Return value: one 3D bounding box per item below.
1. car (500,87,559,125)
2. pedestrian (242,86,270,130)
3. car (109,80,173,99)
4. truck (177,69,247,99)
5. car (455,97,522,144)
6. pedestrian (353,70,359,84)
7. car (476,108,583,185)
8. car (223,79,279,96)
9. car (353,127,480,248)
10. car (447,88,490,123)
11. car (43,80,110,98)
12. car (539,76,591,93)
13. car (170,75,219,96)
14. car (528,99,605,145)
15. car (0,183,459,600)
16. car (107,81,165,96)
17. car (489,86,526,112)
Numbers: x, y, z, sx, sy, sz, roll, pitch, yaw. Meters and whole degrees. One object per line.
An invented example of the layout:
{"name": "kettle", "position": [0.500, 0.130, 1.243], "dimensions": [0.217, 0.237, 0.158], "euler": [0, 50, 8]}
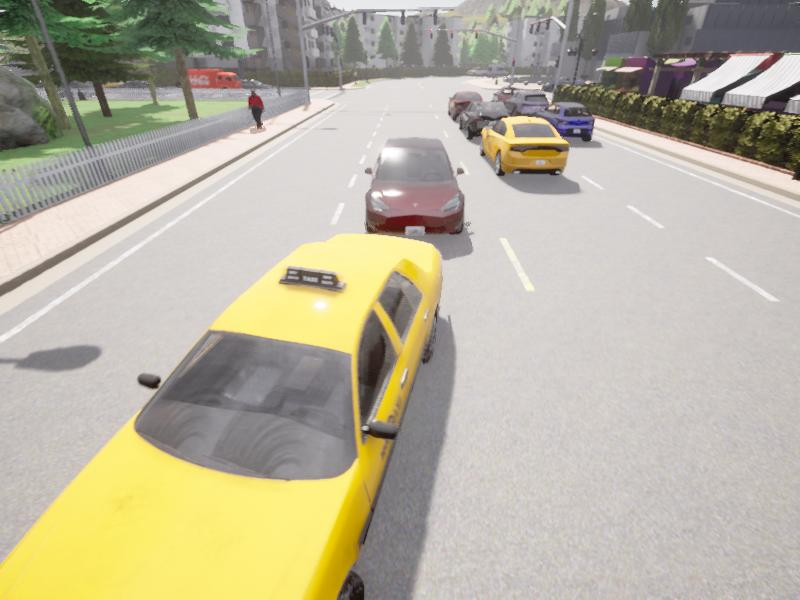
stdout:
{"name": "car", "position": [7.599, -11.741, 24.098], "dimensions": [2.033, 1.649, 4.856], "euler": [0, 31, 1]}
{"name": "pedestrian", "position": [-6.958, -9.310, 19.427], "dimensions": [0.751, 1.860, 0.751], "euler": [0, 31, 1]}
{"name": "car", "position": [-25.643, -20.909, 39.705], "dimensions": [4.892, 1.490, 1.837], "euler": [1, 31, 2]}
{"name": "truck", "position": [-18.293, -21.174, 39.195], "dimensions": [5.204, 2.467, 2.627], "euler": [1, 31, 2]}
{"name": "car", "position": [4.013, -8.626, 18.986], "dimensions": [2.163, 1.488, 4.792], "euler": [0, 31, 1]}
{"name": "pedestrian", "position": [-6.946, -35.063, 62.878], "dimensions": [0.751, 1.860, 0.751], "euler": [3, 31, 4]}
{"name": "car", "position": [3.934, -5.225, 13.192], "dimensions": [1.882, 1.535, 5.008], "euler": [0, 31, 0]}
{"name": "car", "position": [-15.691, -22.493, 42.359], "dimensions": [4.902, 1.511, 2.128], "euler": [1, 31, 2]}
{"name": "car", "position": [0.317, -2.840, 9.223], "dimensions": [2.163, 1.488, 4.792], "euler": [0, 31, 1]}
{"name": "car", "position": [4.112, -12.136, 24.853], "dimensions": [1.882, 1.535, 5.008], "euler": [0, 31, 1]}
{"name": "car", "position": [-32.199, -21.047, 39.940], "dimensions": [4.892, 1.490, 1.837], "euler": [1, 31, 2]}
{"name": "car", "position": [19.391, -25.401, 47.149], "dimensions": [5.027, 1.651, 2.152], "euler": [2, 31, 3]}
{"name": "car", "position": [-21.760, -22.783, 42.477], "dimensions": [3.866, 1.878, 1.905], "euler": [1, 31, 2]}
{"name": "car", "position": [7.493, -8.345, 18.518], "dimensions": [1.816, 1.474, 4.193], "euler": [0, 31, 1]}
{"name": "car", "position": [-0.795, 0.571, 3.389], "dimensions": [1.801, 1.575, 5.366], "euler": [8, 32, 12]}
{"name": "car", "position": [-28.231, -22.664, 42.863], "dimensions": [4.718, 1.301, 1.895], "euler": [1, 31, 2]}
{"name": "car", "position": [7.797, -14.768, 29.301], "dimensions": [1.845, 1.501, 3.633], "euler": [2, 31, 3]}
